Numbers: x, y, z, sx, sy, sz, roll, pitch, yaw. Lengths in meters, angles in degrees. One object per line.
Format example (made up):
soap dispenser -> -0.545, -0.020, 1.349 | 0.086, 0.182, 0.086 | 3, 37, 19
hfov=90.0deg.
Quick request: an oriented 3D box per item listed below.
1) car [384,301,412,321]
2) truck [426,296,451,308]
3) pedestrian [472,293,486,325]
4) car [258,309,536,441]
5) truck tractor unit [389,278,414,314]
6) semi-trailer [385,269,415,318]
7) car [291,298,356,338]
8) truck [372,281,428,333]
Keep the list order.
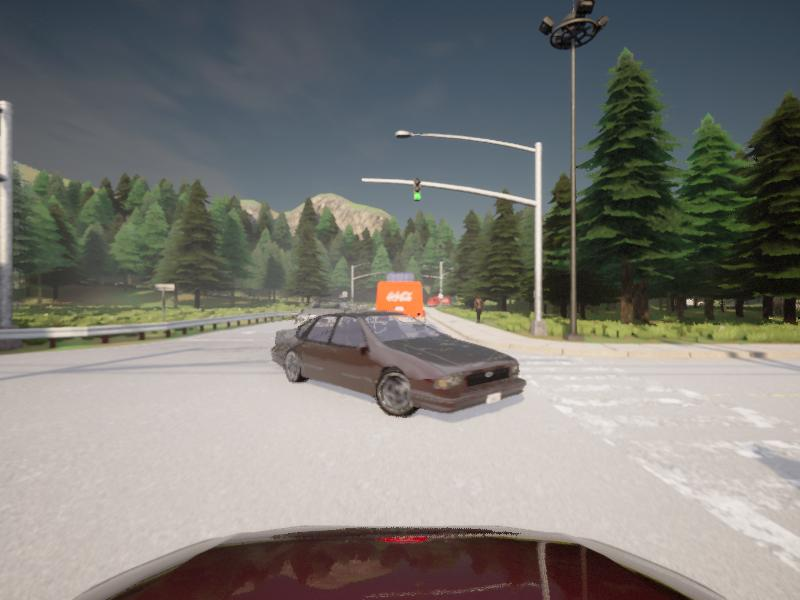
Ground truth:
car -> -0.099, 0.859, 32.999 | 2.128, 1.511, 4.902 | 0, 0, 1
truck -> 8.624, 0.422, 90.361 | 5.204, 2.467, 2.627 | 0, 0, -37
pedestrian -> 4.593, 0.501, 23.395 | 0.751, 1.860, 0.751 | 0, 0, 8
car -> -0.522, 0.914, 7.258 | 2.033, 1.411, 5.357 | 0, 0, -41
truck tractor unit -> 0.298, -0.462, 51.185 | 3.053, 4.208, 6.516 | 0, 0, 2
semi-trailer -> 0.146, -0.589, 43.265 | 2.717, 4.402, 14.254 | 0, 0, 1
car -> -3.511, 0.769, 19.283 | 2.242, 1.667, 4.611 | 0, 0, 0
truck -> -0.010, 0.362, 21.523 | 2.627, 2.467, 5.204 | 0, -1, 0
